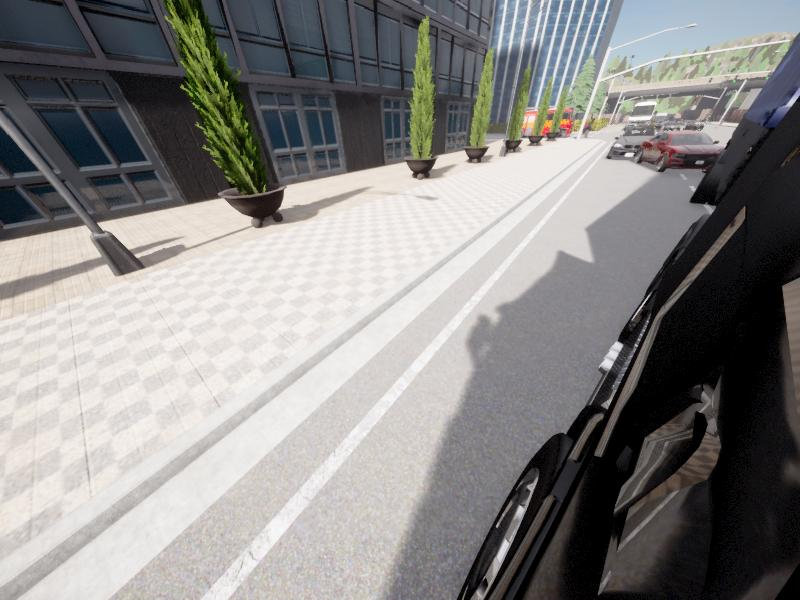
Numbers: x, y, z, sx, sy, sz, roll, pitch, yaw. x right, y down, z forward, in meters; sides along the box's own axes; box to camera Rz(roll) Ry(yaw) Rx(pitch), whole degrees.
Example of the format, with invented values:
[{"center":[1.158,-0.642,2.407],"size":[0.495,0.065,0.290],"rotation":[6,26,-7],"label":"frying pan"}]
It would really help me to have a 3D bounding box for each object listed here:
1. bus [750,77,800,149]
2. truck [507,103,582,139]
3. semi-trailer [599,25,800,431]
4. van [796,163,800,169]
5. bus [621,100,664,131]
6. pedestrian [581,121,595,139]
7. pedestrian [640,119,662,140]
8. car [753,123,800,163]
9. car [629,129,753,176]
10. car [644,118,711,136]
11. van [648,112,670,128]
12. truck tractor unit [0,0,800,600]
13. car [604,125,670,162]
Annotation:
[{"center":[31.782,-13.981,16.802],"size":[3.944,4.253,10.273],"rotation":[25,45,32],"label":"bus"},{"center":[21.623,-27.047,35.231],"size":[8.468,3.827,2.891],"rotation":[25,45,32],"label":"truck"},{"center":[8.614,-3.661,4.310],"size":[14.254,4.402,2.717],"rotation":[-29,44,-31],"label":"semi-trailer"},{"center":[17.143,-5.093,7.357],"size":[2.351,2.431,6.366],"rotation":[24,44,31],"label":"van"},{"center":[47.629,-36.321,45.658],"size":[3.944,4.253,10.273],"rotation":[24,44,31],"label":"bus"},{"center":[23.945,-21.651,29.482],"size":[0.751,1.860,0.751],"rotation":[24,44,31],"label":"pedestrian"},{"center":[26.977,-18.344,24.879],"size":[0.751,1.860,0.751],"rotation":[16,41,23],"label":"pedestrian"},{"center":[21.926,-8.459,12.322],"size":[2.128,1.511,4.902],"rotation":[24,44,31],"label":"car"},{"center":[13.722,-7.443,11.445],"size":[1.882,1.535,5.008],"rotation":[13,39,20],"label":"car"},{"center":[36.005,-22.633,30.274],"size":[5.238,1.638,1.930],"rotation":[23,44,30],"label":"car"},{"center":[55.760,-38.729,49.803],"size":[1.988,2.561,5.915],"rotation":[24,44,31],"label":"van"},{"center":[2.645,-0.295,0.351],"size":[6.516,4.208,3.053],"rotation":[-28,44,-30],"label":"truck tractor unit"},{"center":[15.203,-10.219,14.966],"size":[2.242,1.667,4.611],"rotation":[24,44,32],"label":"car"}]
